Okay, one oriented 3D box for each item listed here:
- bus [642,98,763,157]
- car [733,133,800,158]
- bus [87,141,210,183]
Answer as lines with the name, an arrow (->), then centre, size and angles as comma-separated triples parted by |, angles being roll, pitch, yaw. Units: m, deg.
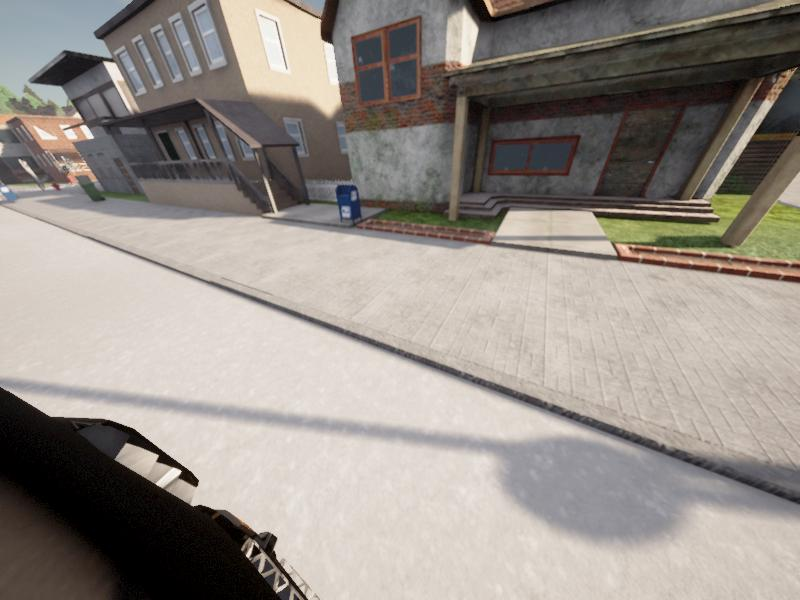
bus -> 32.064, -18.716, 25.601 | 3.944, 4.253, 10.273 | 15, 37, 25
car -> 32.472, -13.511, 20.147 | 1.801, 1.575, 5.366 | 15, 38, 25
bus -> -34.465, -19.688, 32.657 | 3.944, 4.253, 10.273 | 14, 37, 23
